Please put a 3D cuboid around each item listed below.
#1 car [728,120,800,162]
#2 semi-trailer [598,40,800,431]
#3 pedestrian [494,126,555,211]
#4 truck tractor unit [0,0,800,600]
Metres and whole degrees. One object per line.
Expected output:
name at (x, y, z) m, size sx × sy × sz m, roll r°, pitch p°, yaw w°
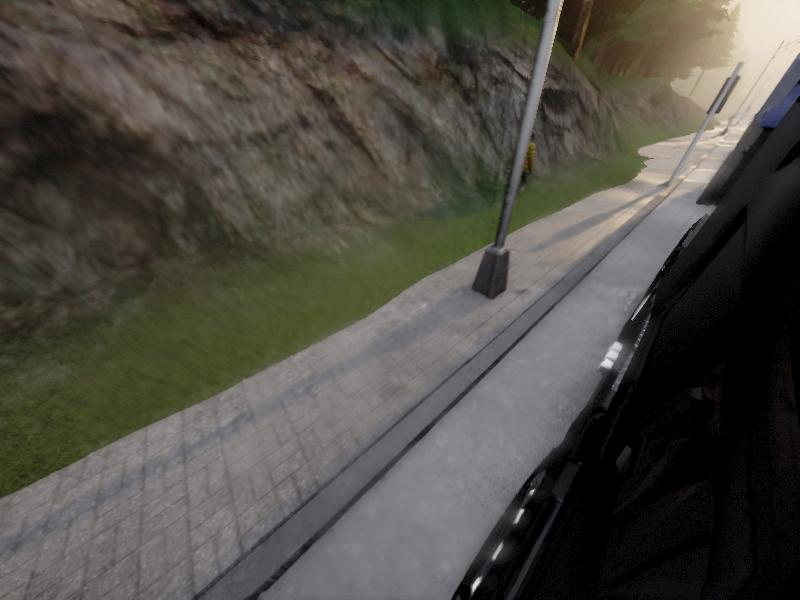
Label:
car at (21.743, -9.401, 13.542) m, size 4.611 × 1.667 × 2.242 m, roll -28°, pitch 44°, yaw -30°
semi-trailer at (8.698, -3.595, 4.244) m, size 14.254 × 4.402 × 2.717 m, roll -28°, pitch 44°, yaw -30°
pedestrian at (3.278, -3.515, 6.253) m, size 0.751 × 1.860 × 0.751 m, roll -26°, pitch 43°, yaw -28°
truck tractor unit at (2.645, -0.295, 0.351) m, size 6.516 × 4.208 × 3.053 m, roll -28°, pitch 44°, yaw -30°
